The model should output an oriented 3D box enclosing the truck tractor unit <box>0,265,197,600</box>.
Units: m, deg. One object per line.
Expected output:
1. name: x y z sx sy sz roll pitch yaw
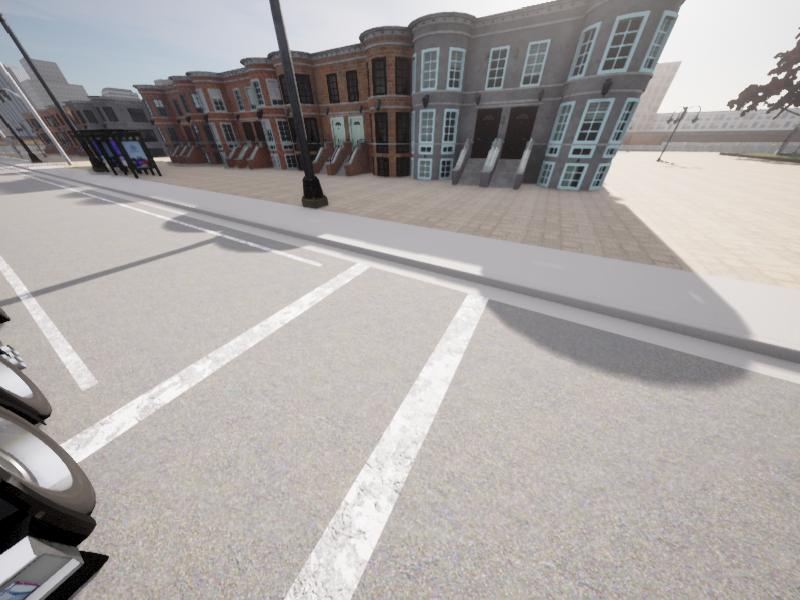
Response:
1. truck tractor unit: -5.112 -0.299 0.778 6.516 4.208 3.053 18 39 24
